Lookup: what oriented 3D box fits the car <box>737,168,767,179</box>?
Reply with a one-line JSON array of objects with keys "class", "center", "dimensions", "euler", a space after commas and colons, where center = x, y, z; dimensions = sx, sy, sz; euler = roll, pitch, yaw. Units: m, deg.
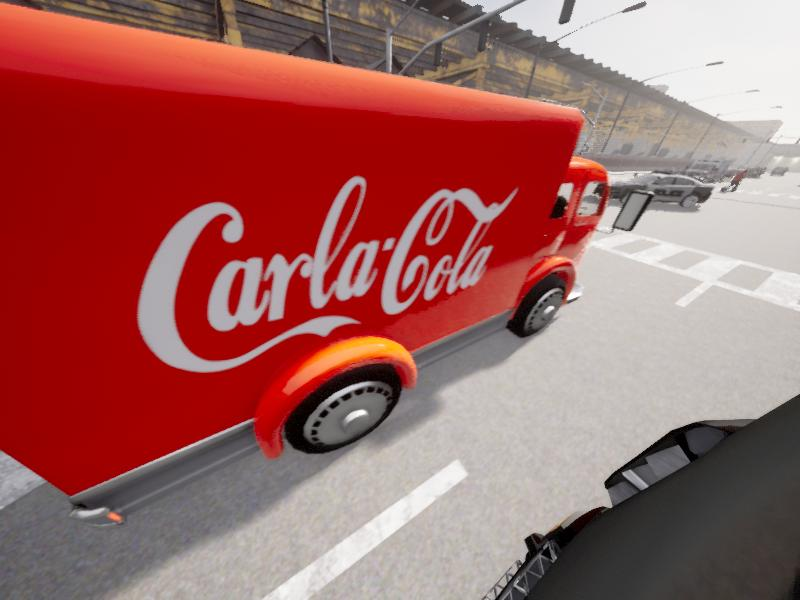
[{"class": "car", "center": [61.625, -22.141, 40.427], "dimensions": [4.892, 1.490, 1.837], "euler": [-16, 38, -26]}]

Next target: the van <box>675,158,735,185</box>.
[{"class": "van", "center": [36.179, -15.320, 27.429], "dimensions": [6.366, 2.431, 2.351], "euler": [-16, 38, -26]}]

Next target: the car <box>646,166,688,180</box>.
[{"class": "car", "center": [35.720, -17.009, 30.850], "dimensions": [5.357, 1.411, 2.033], "euler": [-16, 38, -26]}]

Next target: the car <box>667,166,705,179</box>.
[{"class": "car", "center": [42.267, -18.863, 34.127], "dimensions": [5.357, 1.411, 2.033], "euler": [-16, 38, -26]}]

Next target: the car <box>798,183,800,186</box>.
[{"class": "car", "center": [55.305, -16.025, 30.449], "dimensions": [4.605, 1.855, 1.932], "euler": [-16, 38, -26]}]

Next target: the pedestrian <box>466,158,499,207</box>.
[{"class": "pedestrian", "center": [3.660, -5.263, 10.354], "dimensions": [0.751, 1.860, 0.751], "euler": [-25, 43, -35]}]

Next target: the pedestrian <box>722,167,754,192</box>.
[{"class": "pedestrian", "center": [29.660, -10.569, 20.289], "dimensions": [0.751, 1.860, 0.751], "euler": [-18, 39, -28]}]

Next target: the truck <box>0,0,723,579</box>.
[{"class": "truck", "center": [0.129, -0.676, 2.717], "dimensions": [5.204, 2.467, 2.627], "euler": [-15, 38, -25]}]

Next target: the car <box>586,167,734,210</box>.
[{"class": "car", "center": [14.167, -6.351, 13.030], "dimensions": [5.238, 1.638, 1.930], "euler": [7, 34, 6]}]

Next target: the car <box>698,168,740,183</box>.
[{"class": "car", "center": [43.046, -16.841, 31.162], "dimensions": [5.357, 1.411, 2.033], "euler": [-16, 38, -26]}]

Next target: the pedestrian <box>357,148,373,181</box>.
[{"class": "pedestrian", "center": [-2.422, -9.354, 15.963], "dimensions": [0.751, 1.860, 0.751], "euler": [-23, 42, -34]}]
